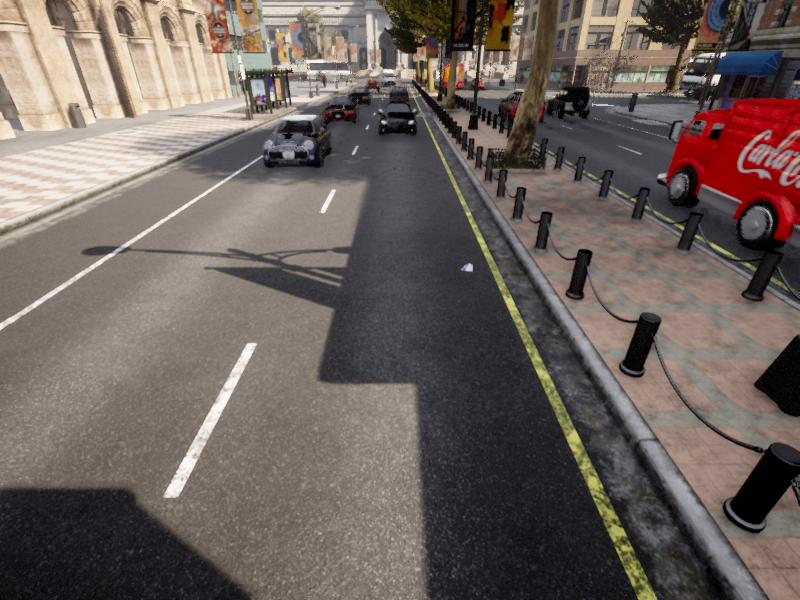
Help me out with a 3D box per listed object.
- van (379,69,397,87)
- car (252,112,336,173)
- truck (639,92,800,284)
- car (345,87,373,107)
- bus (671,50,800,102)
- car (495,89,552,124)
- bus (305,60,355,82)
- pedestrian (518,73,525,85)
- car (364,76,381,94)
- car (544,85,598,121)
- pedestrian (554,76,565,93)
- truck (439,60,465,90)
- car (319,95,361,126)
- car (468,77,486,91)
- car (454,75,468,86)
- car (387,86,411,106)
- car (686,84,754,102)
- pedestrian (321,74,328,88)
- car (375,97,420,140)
[{"bbox_3d":[-2.210,-38.807,69.909,1.988,2.561,5.915,-6,31,-11],"label":"van"},{"bbox_3d":[-3.634,-5.811,14.489,1.970,1.475,3.806,0,30,0],"label":"car"},{"bbox_3d":[7.848,-2.639,8.095,2.627,2.467,5.204,0,31,0],"label":"truck"},{"bbox_3d":[-3.593,-18.242,35.867,1.994,1.385,4.181,0,31,0],"label":"car"},{"bbox_3d":[35.212,-23.263,41.647,10.273,4.253,3.944,1,30,-2],"label":"bus"},{"bbox_3d":[7.820,-12.606,25.930,2.242,1.667,4.611,0,30,0],"label":"car"},{"bbox_3d":[-15.515,-51.251,89.493,10.273,4.253,3.944,0,30,0],"label":"bus"},{"bbox_3d":[20.988,-38.158,69.126,0.751,1.860,0.751,1,30,2],"label":"pedestrian"},{"bbox_3d":[-3.608,-28.374,52.693,1.905,1.878,3.866,0,30,0],"label":"car"},{"bbox_3d":[11.390,-13.353,26.989,1.905,1.878,3.866,1,30,1],"label":"car"},{"bbox_3d":[19.411,-26.179,48.624,0.751,1.860,0.751,3,30,5],"label":"pedestrian"},{"bbox_3d":[7.885,-34.774,61.734,2.891,3.827,8.468,0,30,0],"label":"truck"},{"bbox_3d":[-3.620,-11.912,25.039,1.994,1.385,4.181,0,30,0],"label":"car"},{"bbox_3d":[11.381,-32.040,59.254,1.851,1.617,3.988,0,30,0],"label":"car"},{"bbox_3d":[11.359,-41.043,74.627,1.930,1.638,5.238,0,31,0],"label":"car"},{"bbox_3d":[-0.071,-18.976,37.103,2.033,1.411,5.357,0,30,0],"label":"car"},{"bbox_3d":[31.383,-20.349,39.363,4.892,1.490,1.837,0,30,-1],"label":"car"},{"bbox_3d":[-11.711,-34.049,62.083,0.751,1.860,0.751,1,30,2],"label":"pedestrian"},{"bbox_3d":[-0.120,-9.602,20.930,2.038,1.542,4.974,0,30,0],"label":"car"}]
